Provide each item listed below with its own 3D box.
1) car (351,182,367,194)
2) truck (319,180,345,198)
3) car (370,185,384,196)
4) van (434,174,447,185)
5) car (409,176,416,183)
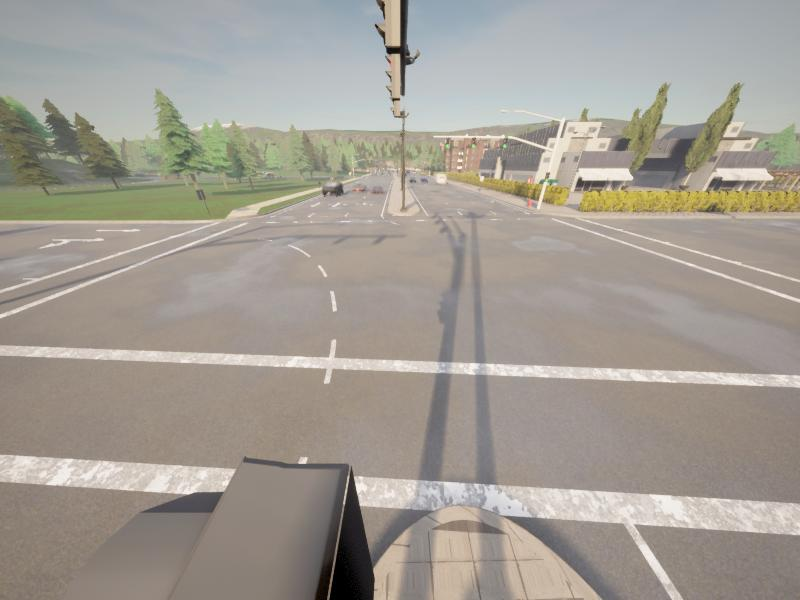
[{"bbox_3d":[-7.403,-20.525,42.235,2.152,1.651,5.027,0,30,-1],"label":"car"},{"bbox_3d":[-10.824,-18.105,37.566,2.390,2.098,6.274,0,30,-1],"label":"truck"},{"bbox_3d":[-3.853,-18.752,39.417,1.994,1.385,4.181,0,30,-1],"label":"car"},{"bbox_3d":[10.832,-32.945,62.941,2.351,2.431,6.366,0,30,0],"label":"van"},{"bbox_3d":[3.749,-36.929,70.731,2.038,1.542,4.974,0,30,0],"label":"car"}]
